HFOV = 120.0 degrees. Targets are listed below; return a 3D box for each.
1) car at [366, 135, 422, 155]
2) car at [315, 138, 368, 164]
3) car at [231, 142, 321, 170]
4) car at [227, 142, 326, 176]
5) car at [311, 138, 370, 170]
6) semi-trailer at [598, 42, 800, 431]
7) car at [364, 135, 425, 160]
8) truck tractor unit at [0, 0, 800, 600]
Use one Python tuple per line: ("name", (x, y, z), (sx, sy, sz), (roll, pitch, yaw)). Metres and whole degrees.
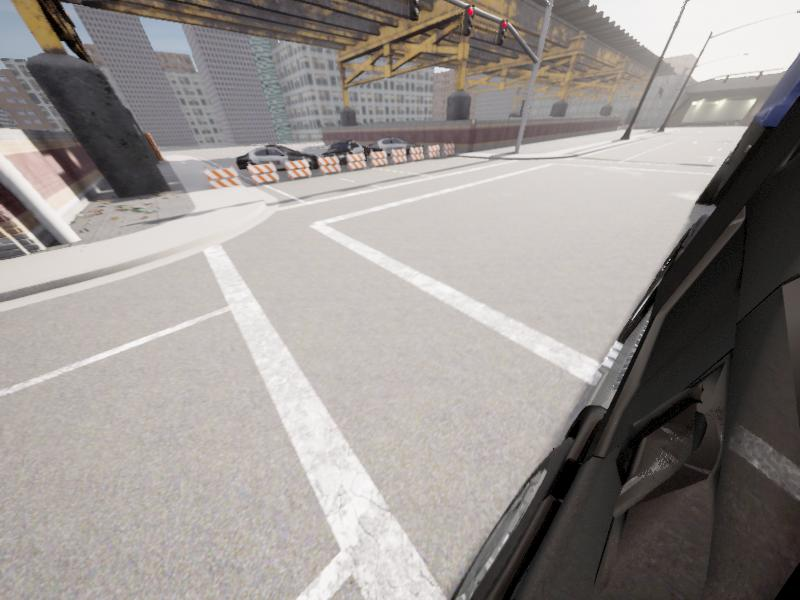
("car", (-0.563, -13.516, 20.104), (4.536, 1.218, 1.853), (-8, 37, -8))
("car", (-4.097, -11.023, 16.977), (1.853, 1.218, 4.536), (7, 38, 12))
("car", (-7.679, -9.114, 14.631), (4.536, 1.218, 1.853), (1, 37, 4))
("car", (-7.621, -8.987, 14.722), (4.974, 1.542, 2.038), (1, 37, 4))
("car", (-4.104, -10.866, 17.031), (2.038, 1.542, 4.974), (7, 38, 12))
("semi-trailer", (8.699, -3.590, 4.247), (14.254, 4.402, 2.717), (-28, 44, -30))
("car", (-0.507, -13.398, 20.206), (4.974, 1.542, 2.038), (-8, 37, -8))
("truck tractor unit", (2.645, -0.295, 0.352), (6.516, 4.208, 3.053), (-28, 44, -30))
